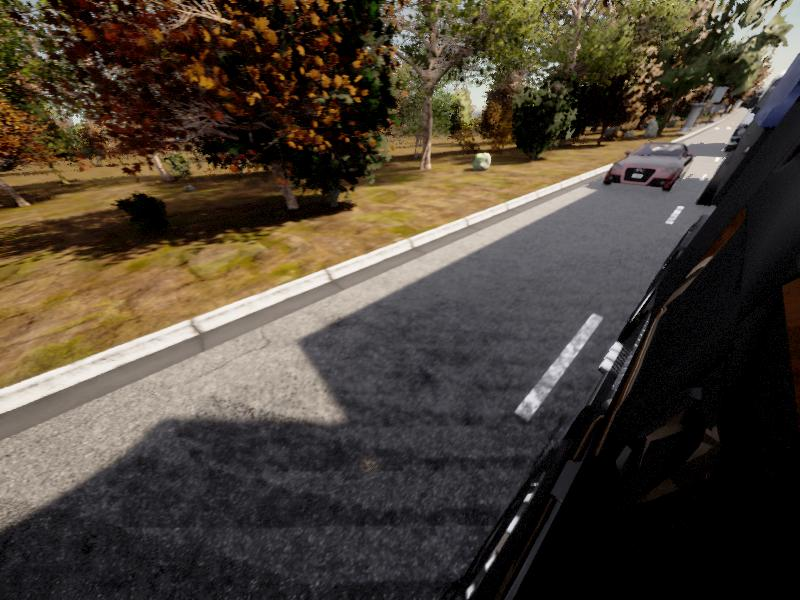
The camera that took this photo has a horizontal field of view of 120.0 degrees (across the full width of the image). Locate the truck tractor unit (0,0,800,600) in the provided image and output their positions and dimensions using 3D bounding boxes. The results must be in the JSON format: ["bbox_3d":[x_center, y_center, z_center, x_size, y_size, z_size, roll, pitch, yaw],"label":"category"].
[{"bbox_3d":[2.645,-0.295,0.351,6.516,4.208,3.053,-28,44,-30],"label":"truck tractor unit"}]

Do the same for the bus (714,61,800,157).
[{"bbox_3d":[25.911,-12.584,15.385,10.273,4.253,3.944,-29,44,-30],"label":"bus"}]

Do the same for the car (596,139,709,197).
[{"bbox_3d":[9.882,-5.324,9.030,4.181,1.385,1.994,-28,44,-30],"label":"car"}]

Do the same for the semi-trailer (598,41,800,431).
[{"bbox_3d":[8.696,-3.598,4.242,14.254,4.402,2.717,-28,44,-30],"label":"semi-trailer"}]
